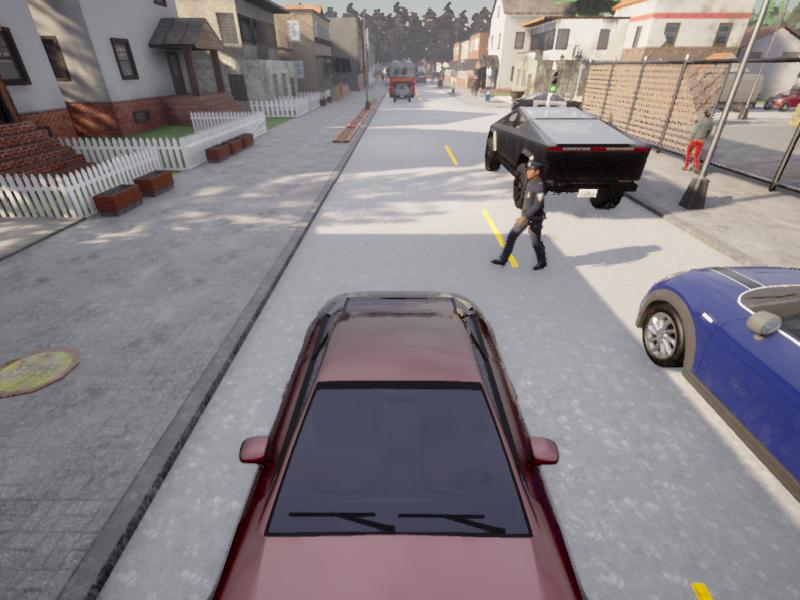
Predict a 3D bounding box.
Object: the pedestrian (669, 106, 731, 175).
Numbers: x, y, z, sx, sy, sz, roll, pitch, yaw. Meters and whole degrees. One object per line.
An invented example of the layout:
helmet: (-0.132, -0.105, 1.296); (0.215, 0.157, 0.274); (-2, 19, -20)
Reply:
pedestrian: (9.191, -4.910, 12.340); (0.751, 1.860, 0.751); (4, 30, 6)

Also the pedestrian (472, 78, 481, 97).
pedestrian: (8.340, -23.322, 43.881); (0.751, 1.860, 0.751); (3, 30, 5)

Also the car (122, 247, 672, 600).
car: (-0.005, 1.044, 2.941); (1.994, 1.385, 4.181); (0, 29, 0)

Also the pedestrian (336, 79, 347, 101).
pedestrian: (-5.682, -20.273, 38.681); (0.751, 1.860, 0.751); (3, 30, 6)

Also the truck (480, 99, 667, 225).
truck: (4.037, -4.144, 11.048); (2.390, 2.098, 6.274); (0, 30, 0)

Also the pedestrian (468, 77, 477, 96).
pedestrian: (8.359, -24.552, 45.991); (0.751, 1.860, 0.751); (1, 30, 2)

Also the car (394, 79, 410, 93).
car: (0.297, -29.173, 54.564); (2.163, 1.488, 4.792); (0, 30, 0)

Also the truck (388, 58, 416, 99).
truck: (0.249, -25.898, 46.626); (2.891, 3.827, 8.468); (0, 30, 0)

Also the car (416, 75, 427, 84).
car: (4.467, -46.147, 83.608); (2.038, 1.542, 4.974); (0, 30, 0)

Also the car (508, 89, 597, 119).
car: (10.406, -13.581, 27.673); (5.238, 1.638, 1.930); (3, 30, 4)

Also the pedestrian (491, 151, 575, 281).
pedestrian: (2.054, -1.322, 6.400); (0.751, 1.860, 0.751); (-5, 31, -8)

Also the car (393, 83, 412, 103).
car: (0.223, -20.747, 40.049); (1.789, 1.549, 3.705); (0, 30, 0)

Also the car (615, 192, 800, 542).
car: (3.998, 0.670, 3.098); (2.097, 1.767, 4.553); (0, 30, 0)
